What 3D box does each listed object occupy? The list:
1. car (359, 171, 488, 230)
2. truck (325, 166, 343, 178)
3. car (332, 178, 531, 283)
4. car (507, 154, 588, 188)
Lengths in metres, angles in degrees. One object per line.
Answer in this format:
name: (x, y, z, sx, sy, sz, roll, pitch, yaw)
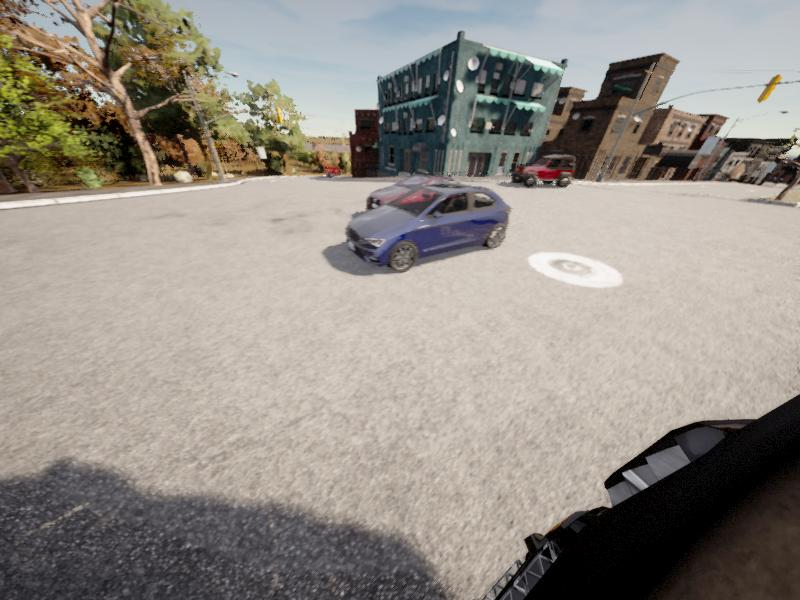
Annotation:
car: (0.875, -3.848, 8.546, 4.181, 1.385, 1.994, -17, 38, -25)
truck: (-17.226, -33.539, 60.685, 2.627, 2.467, 5.204, 7, 28, 7)
car: (0.794, -1.940, 5.588, 4.193, 1.474, 1.816, -17, 38, -25)
car: (9.943, -8.870, 15.881, 3.866, 1.878, 1.905, -1, 34, -2)
